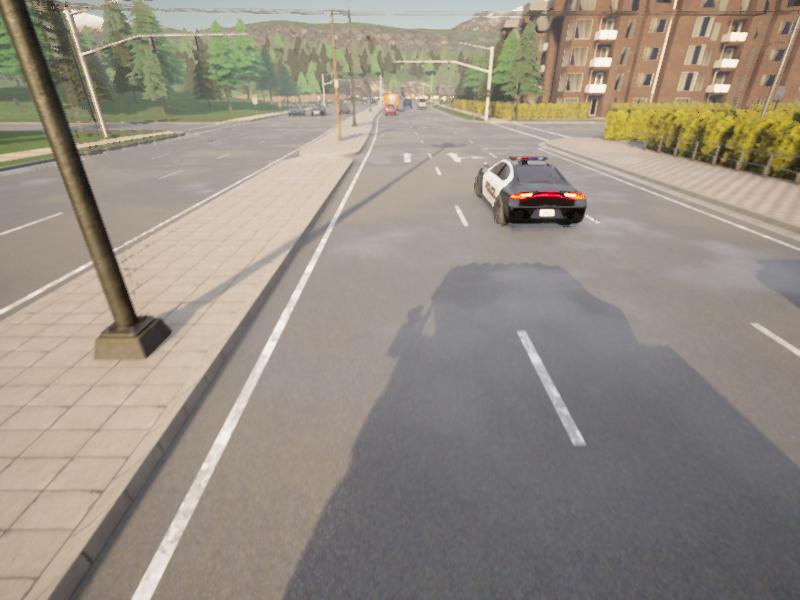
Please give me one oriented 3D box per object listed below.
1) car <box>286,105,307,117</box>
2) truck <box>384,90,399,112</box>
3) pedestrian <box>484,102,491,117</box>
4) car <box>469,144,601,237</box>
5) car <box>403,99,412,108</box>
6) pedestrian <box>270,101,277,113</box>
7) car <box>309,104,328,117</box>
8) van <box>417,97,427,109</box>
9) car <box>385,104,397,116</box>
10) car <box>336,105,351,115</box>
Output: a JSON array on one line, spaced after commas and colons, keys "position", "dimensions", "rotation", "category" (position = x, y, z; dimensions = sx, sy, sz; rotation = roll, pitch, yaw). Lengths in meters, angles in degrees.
[{"position": [-16.483, -30.157, 63.711], "dimensions": [2.038, 1.542, 4.974], "rotation": [0, 27, 0], "category": "car"}, {"position": [-1.567, -40.672, 81.605], "dimensions": [2.891, 3.827, 8.468], "rotation": [0, 27, 0], "category": "truck"}, {"position": [12.227, -26.575, 55.879], "dimensions": [0.751, 1.860, 0.751], "rotation": [0, 27, -1], "category": "pedestrian"}, {"position": [3.467, -3.369, 11.509], "dimensions": [2.038, 1.542, 4.974], "rotation": [0, 28, 0], "category": "car"}, {"position": [1.872, -49.521, 100.750], "dimensions": [2.150, 2.045, 5.566], "rotation": [0, 27, 0], "category": "car"}, {"position": [-21.782, -33.217, 68.914], "dimensions": [0.751, 1.860, 0.751], "rotation": [1, 27, 1], "category": "pedestrian"}, {"position": [-13.016, -30.462, 64.184], "dimensions": [2.033, 1.649, 4.856], "rotation": [-1, 27, -1], "category": "car"}, {"position": [5.383, -48.927, 99.050], "dimensions": [1.988, 2.561, 5.915], "rotation": [0, 27, 0], "category": "van"}, {"position": [-1.494, -31.309, 65.809], "dimensions": [1.851, 1.617, 3.988], "rotation": [0, 27, 0], "category": "car"}, {"position": [-9.518, -32.016, 67.477], "dimensions": [1.994, 1.385, 4.181], "rotation": [0, 27, 0], "category": "car"}]
